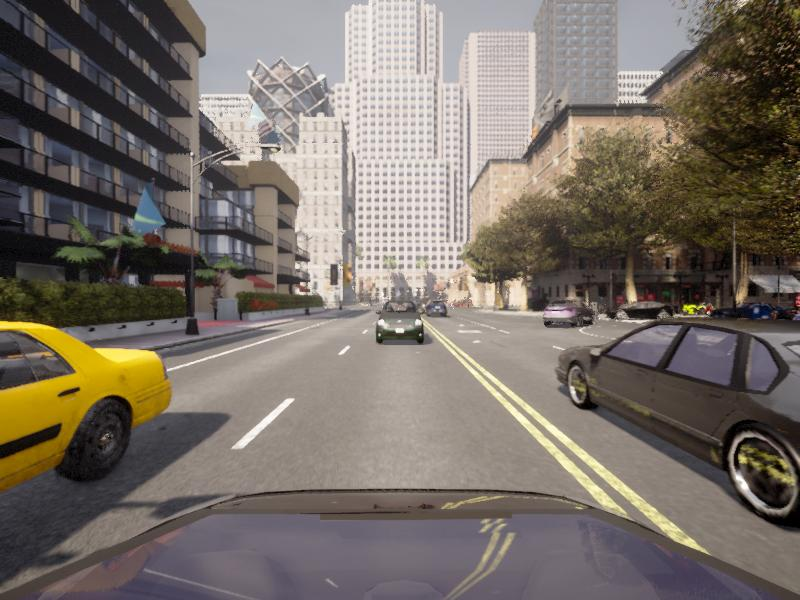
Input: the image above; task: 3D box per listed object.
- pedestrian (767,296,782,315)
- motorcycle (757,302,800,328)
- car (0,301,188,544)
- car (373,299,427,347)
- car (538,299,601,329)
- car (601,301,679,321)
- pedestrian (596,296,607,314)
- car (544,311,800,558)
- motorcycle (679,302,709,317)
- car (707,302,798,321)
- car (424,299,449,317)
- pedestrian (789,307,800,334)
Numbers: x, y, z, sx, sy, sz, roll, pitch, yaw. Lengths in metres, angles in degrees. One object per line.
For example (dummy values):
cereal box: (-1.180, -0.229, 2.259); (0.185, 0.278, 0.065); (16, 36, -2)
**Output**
pedestrian: (37.340, 0.505, 39.877); (0.751, 1.860, 0.751); (0, 0, -2)
motorcycle: (20.935, 0.822, 21.530); (0.764, 1.277, 2.356); (11, -6, -29)
car: (-3.501, 0.801, 2.233); (1.801, 1.575, 5.366); (0, 0, 0)
car: (-0.002, 0.790, 15.526); (1.851, 1.617, 3.988); (0, 0, 0)
car: (10.518, 0.780, 24.664); (2.033, 1.649, 4.856); (-2, -1, 42)
car: (18.867, 0.855, 31.681); (4.792, 1.488, 2.163); (0, 0, 7)
pedestrian: (20.346, 0.490, 40.406); (0.751, 1.860, 0.751); (0, 0, -4)
car: (3.502, 0.895, 4.230); (2.033, 1.411, 5.357); (0, 0, 0)
motorcycle: (27.377, 0.863, 37.298); (0.803, 1.145, 2.033); (-11, 6, -29)
car: (27.430, 0.898, 31.279); (5.357, 1.411, 2.033); (0, 0, 0)
car: (3.489, 0.781, 39.418); (2.033, 1.649, 4.856); (0, 0, 0)
pedestrian: (16.746, 0.867, 16.760); (0.500, 1.100, 0.500); (0, 0, -23)
